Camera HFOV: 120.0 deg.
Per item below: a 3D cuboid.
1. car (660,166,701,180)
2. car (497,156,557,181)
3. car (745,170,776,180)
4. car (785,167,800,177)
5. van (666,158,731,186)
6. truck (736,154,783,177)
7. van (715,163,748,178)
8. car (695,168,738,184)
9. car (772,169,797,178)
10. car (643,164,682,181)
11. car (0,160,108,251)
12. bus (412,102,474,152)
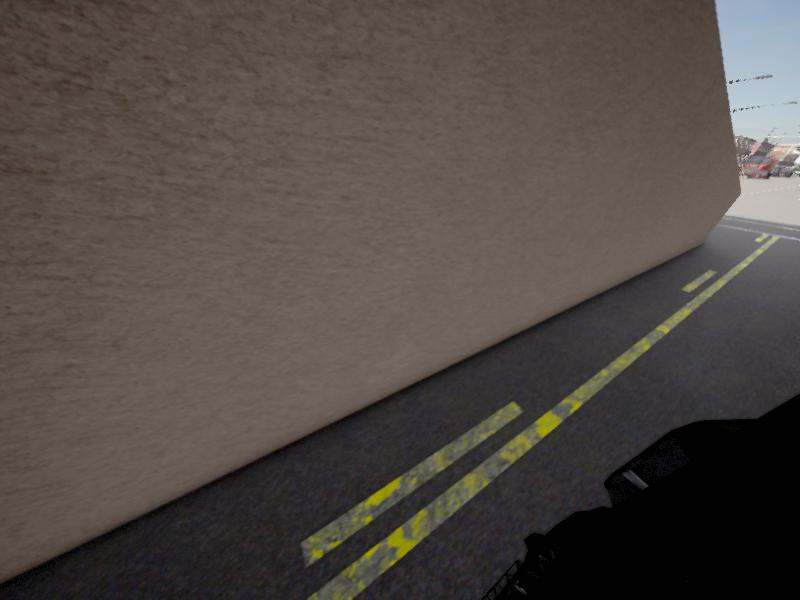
[{"bbox_3d":[38.994,-17.726,32.138,4.902,1.511,2.128,-15,38,-25],"label":"car"},{"bbox_3d":[12.938,-13.748,24.054,2.152,1.651,5.027,-13,38,-22],"label":"car"},{"bbox_3d":[62.204,-21.621,39.868,4.181,1.385,1.994,-15,38,-25],"label":"car"},{"bbox_3d":[96.343,-30.955,55.848,5.566,2.045,2.150,-15,38,-25],"label":"car"},{"bbox_3d":[33.613,-14.477,26.026,6.366,2.431,2.351,-15,38,-25],"label":"van"},{"bbox_3d":[77.014,-28.764,49.501,8.468,3.827,2.891,-15,38,-25],"label":"truck"},{"bbox_3d":[60.535,-23.659,42.196,4.480,2.038,2.069,-15,38,-25],"label":"van"},{"bbox_3d":[40.362,-15.883,29.483,4.892,1.490,1.837,-16,38,-24],"label":"car"},{"bbox_3d":[81.516,-26.793,48.982,4.892,1.490,1.837,-15,38,-24],"label":"car"},{"bbox_3d":[33.546,-16.327,29.540,3.988,1.617,1.851,-15,38,-25],"label":"car"},{"bbox_3d":[-9.938,-1.873,4.623,4.514,1.525,2.007,-16,38,-26],"label":"car"},{"bbox_3d":[6.494,-28.338,37.711,3.944,4.253,10.273,-15,51,-25],"label":"bus"}]
